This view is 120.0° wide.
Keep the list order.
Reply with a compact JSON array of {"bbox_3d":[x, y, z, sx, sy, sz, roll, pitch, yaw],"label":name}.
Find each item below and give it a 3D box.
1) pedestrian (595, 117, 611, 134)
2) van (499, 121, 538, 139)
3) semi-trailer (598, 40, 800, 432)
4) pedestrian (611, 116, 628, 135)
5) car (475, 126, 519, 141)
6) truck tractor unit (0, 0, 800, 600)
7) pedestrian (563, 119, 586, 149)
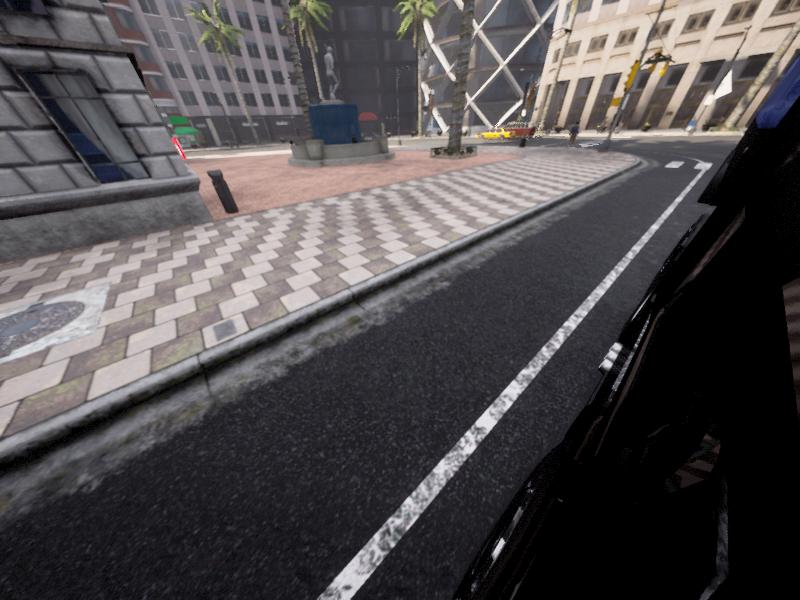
[{"bbox_3d":[28.205,-24.228,32.127,0.751,1.860,0.751,-11,38,-10],"label":"pedestrian"},{"bbox_3d":[17.337,-24.896,33.930,4.442,1.987,1.775,29,47,35],"label":"van"},{"bbox_3d":[8.696,-3.619,4.211,14.254,4.402,2.717,-28,44,-30],"label":"semi-trailer"},{"bbox_3d":[28.476,-22.625,29.980,0.751,1.860,0.751,-20,40,-22],"label":"pedestrian"},{"bbox_3d":[13.739,-23.827,33.085,5.366,1.575,1.801,28,47,34],"label":"car"},{"bbox_3d":[2.645,-0.295,0.351,6.516,4.208,3.053,-28,44,-30],"label":"truck tractor unit"},{"bbox_3d":[13.846,-13.157,18.374,0.751,1.860,0.751,25,45,32],"label":"pedestrian"}]
